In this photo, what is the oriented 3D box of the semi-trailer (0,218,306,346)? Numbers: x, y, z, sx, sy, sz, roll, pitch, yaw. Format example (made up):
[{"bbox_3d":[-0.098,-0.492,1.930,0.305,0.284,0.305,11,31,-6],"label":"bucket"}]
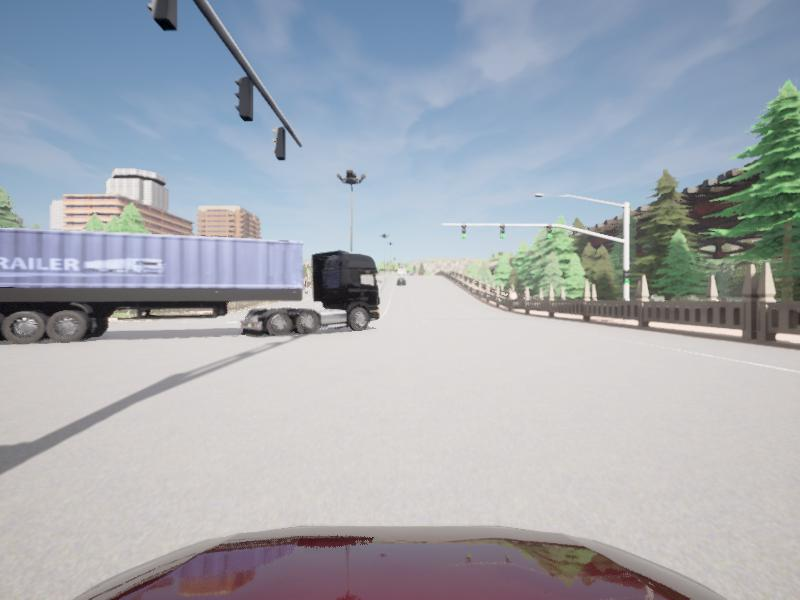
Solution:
[{"bbox_3d":[-11.262,-0.634,16.153,14.254,4.402,2.717,0,1,-21],"label":"semi-trailer"}]

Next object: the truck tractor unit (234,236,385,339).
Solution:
[{"bbox_3d":[-4.225,-0.531,19.557,6.516,4.208,3.053,0,0,-42],"label":"truck tractor unit"}]
